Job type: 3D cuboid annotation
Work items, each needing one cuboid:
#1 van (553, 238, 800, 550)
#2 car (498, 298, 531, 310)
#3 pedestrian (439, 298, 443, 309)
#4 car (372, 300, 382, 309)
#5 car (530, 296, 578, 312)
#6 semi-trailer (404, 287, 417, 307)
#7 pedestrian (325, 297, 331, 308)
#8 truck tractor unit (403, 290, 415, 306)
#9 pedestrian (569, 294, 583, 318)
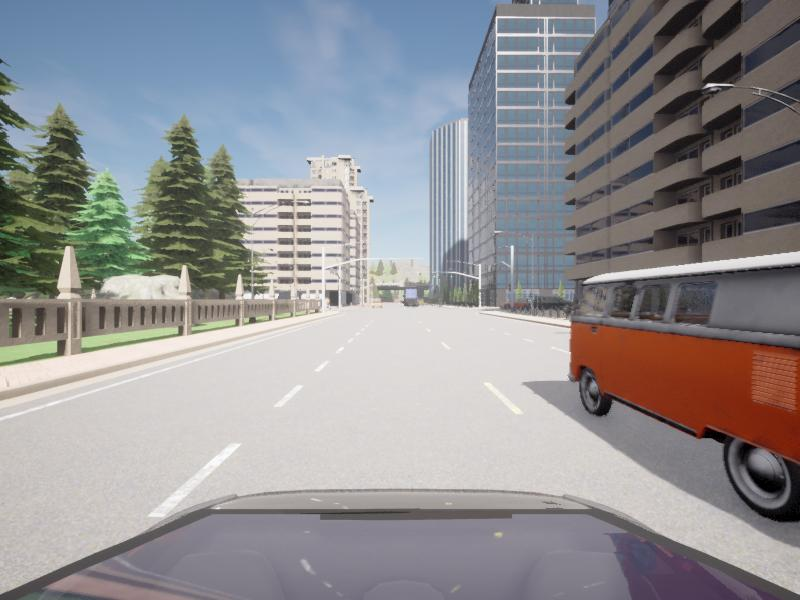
[{"bbox_3d":[3.417,0.598,4.368,1.775,1.987,4.442,0,0,0],"label":"van"},{"bbox_3d":[18.110,0.639,63.311,4.553,1.767,2.097,0,0,0],"label":"car"},{"bbox_3d":[7.144,0.623,69.936,0.751,1.860,0.751,0,0,0],"label":"pedestrian"},{"bbox_3d":[-4.369,0.801,76.842,1.801,1.575,5.366,0,0,-1],"label":"car"},{"bbox_3d":[20.289,0.514,52.805,5.566,2.045,2.150,0,0,0],"label":"car"},{"bbox_3d":[2.414,-0.618,96.763,2.717,4.402,14.254,0,0,-1],"label":"semi-trailer"},{"bbox_3d":[-11.987,0.429,66.427,0.751,1.860,0.751,0,0,30],"label":"pedestrian"},{"bbox_3d":[2.310,-0.517,104.674,3.053,4.208,6.516,0,0,-1],"label":"truck tractor unit"},{"bbox_3d":[14.298,0.483,32.558,0.751,1.860,0.751,0,0,-9],"label":"pedestrian"}]
